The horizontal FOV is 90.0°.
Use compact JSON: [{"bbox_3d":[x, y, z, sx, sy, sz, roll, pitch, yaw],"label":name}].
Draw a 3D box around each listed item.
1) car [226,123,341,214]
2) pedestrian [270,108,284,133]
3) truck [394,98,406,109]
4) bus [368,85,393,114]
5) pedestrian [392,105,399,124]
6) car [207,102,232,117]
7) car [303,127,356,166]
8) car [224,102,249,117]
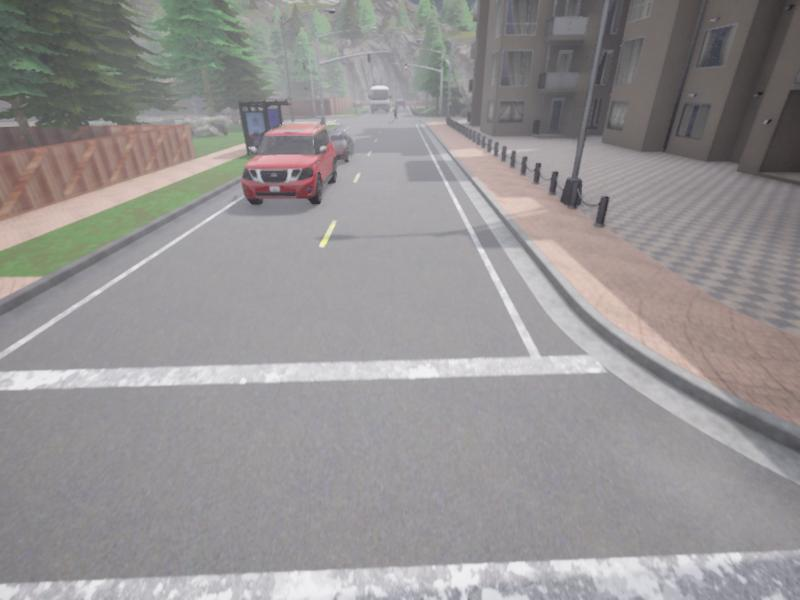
[{"bbox_3d":[-3.504,-4.673,13.484,2.150,2.045,5.566,0,27,0],"label":"car"},{"bbox_3d":[-10.178,-14.864,33.167,0.751,1.860,0.751,-2,27,-3],"label":"pedestrian"},{"bbox_3d":[0.002,-44.124,89.849,2.390,2.098,6.274,0,27,0],"label":"truck"},{"bbox_3d":[-3.386,-36.065,71.937,3.944,4.253,10.273,0,27,0],"label":"bus"},{"bbox_3d":[-0.495,-20.858,44.965,0.751,1.860,0.751,0,27,1],"label":"pedestrian"},{"bbox_3d":[-27.524,-29.145,61.178,1.905,1.878,3.866,-1,27,-1],"label":"car"},{"bbox_3d":[-3.502,-8.037,20.746,1.994,1.385,4.181,0,27,0],"label":"car"},{"bbox_3d":[-25.020,-29.368,61.565,1.932,1.855,4.605,-1,27,-1],"label":"car"}]
